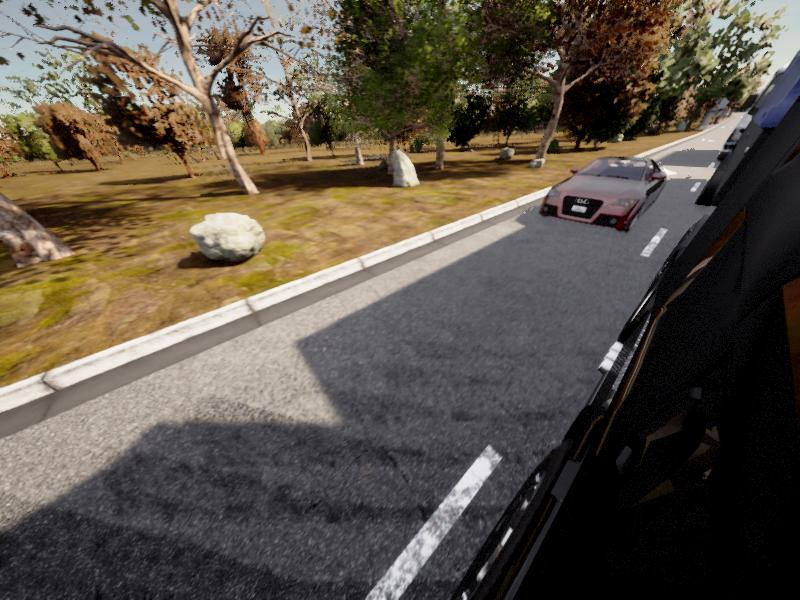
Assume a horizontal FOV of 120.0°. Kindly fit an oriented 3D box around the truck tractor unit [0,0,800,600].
[{"bbox_3d":[2.645,-0.295,0.351,6.516,4.208,3.053,-28,44,-30],"label":"truck tractor unit"}]

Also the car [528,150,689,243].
[{"bbox_3d":[5.736,-3.105,6.340,4.181,1.385,1.994,-28,44,-30],"label":"car"}]

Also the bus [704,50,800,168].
[{"bbox_3d":[21.994,-10.493,12.927,10.273,4.253,3.944,-28,44,-31],"label":"bus"}]

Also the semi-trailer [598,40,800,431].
[{"bbox_3d":[8.687,-3.598,4.259,14.254,4.402,2.717,-28,44,-30],"label":"semi-trailer"}]
